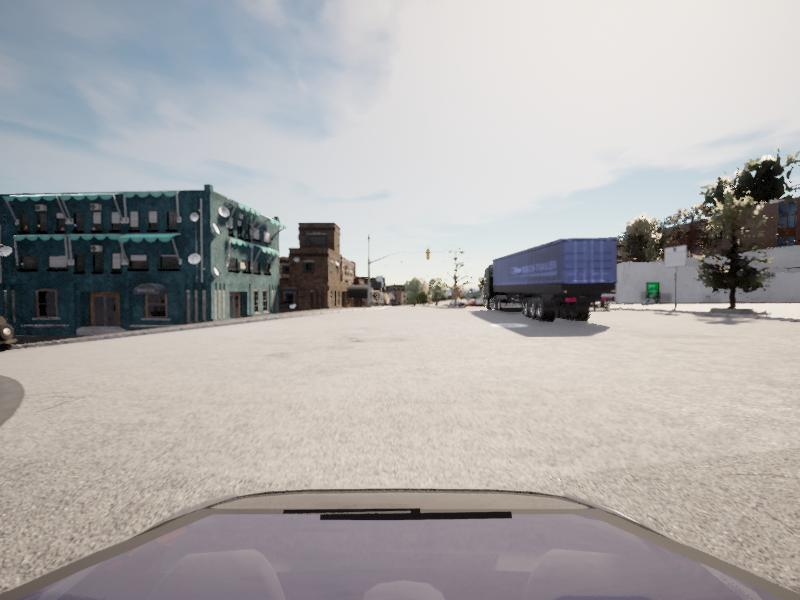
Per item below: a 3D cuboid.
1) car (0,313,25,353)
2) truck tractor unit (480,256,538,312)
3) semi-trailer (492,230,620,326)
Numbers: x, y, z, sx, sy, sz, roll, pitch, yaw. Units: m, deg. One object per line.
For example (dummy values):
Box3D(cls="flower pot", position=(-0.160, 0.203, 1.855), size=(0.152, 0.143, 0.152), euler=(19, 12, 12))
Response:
Box3D(cls="car", position=(-21.471, 1.838, 19.688), size=(3.866, 1.878, 1.905), euler=(-6, 2, -6))
Box3D(cls="truck tractor unit", position=(8.914, -1.200, 33.644), size=(3.053, 4.208, 6.516), euler=(-1, 0, 0))
Box3D(cls="semi-trailer", position=(8.866, -1.167, 25.697), size=(2.717, 4.402, 14.254), euler=(-1, 1, 0))
